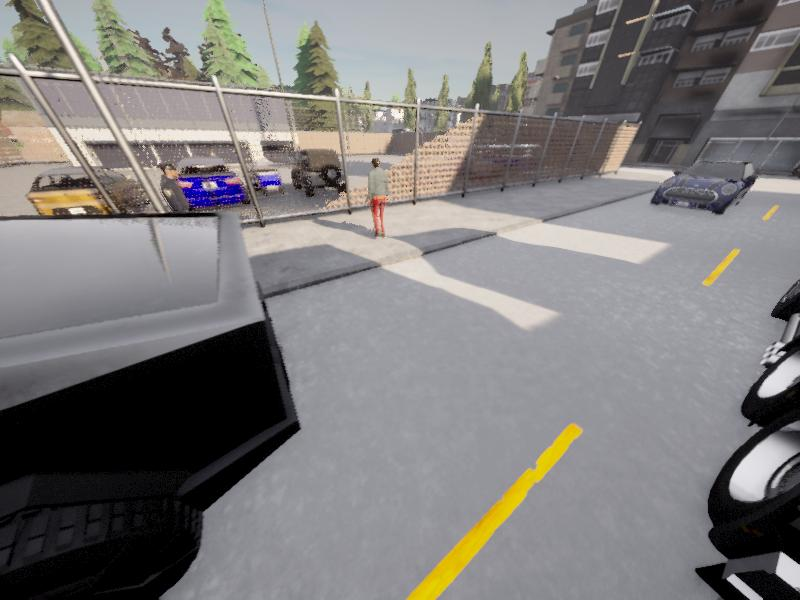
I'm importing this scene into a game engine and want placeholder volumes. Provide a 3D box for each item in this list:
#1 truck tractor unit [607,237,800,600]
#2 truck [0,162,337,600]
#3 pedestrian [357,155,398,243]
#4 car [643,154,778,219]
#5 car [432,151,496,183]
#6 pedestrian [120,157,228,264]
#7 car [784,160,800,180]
[{"bbox_3d":[5.060,-0.349,0.845,6.516,4.208,3.053,-20,40,-26],"label":"truck tractor unit"},{"bbox_3d":[-3.783,1.034,0.657,6.274,2.098,2.390,-20,40,-26],"label":"truck"},{"bbox_3d":[-0.520,-2.488,5.732,0.751,1.860,0.751,-12,37,-17],"label":"pedestrian"},{"bbox_3d":[12.657,-4.821,9.461,4.553,1.767,2.097,-20,40,-26],"label":"car"},{"bbox_3d":[4.224,-8.902,15.369,3.705,1.547,1.789,-20,40,-27],"label":"car"},{"bbox_3d":[-4.403,-1.802,4.719,0.751,1.860,0.751,-14,37,-20],"label":"pedestrian"},{"bbox_3d":[30.481,-8.827,15.454,2.242,1.667,4.611,-20,40,-26],"label":"car"}]
